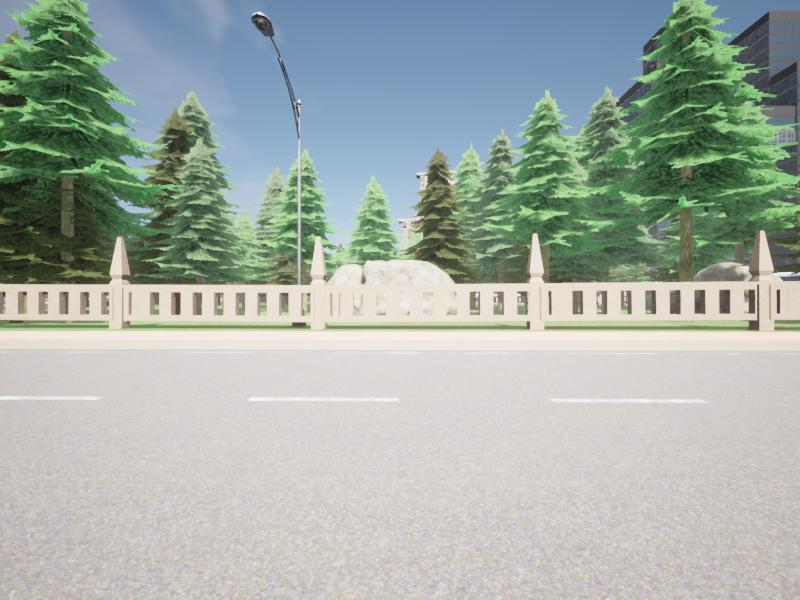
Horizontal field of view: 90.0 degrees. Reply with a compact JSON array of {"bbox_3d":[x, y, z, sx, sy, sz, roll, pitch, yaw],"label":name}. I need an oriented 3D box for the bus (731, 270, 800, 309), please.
[{"bbox_3d":[45.816,-1.134,47.963,3.944,4.253,10.273,0,0,1],"label":"bus"}]
